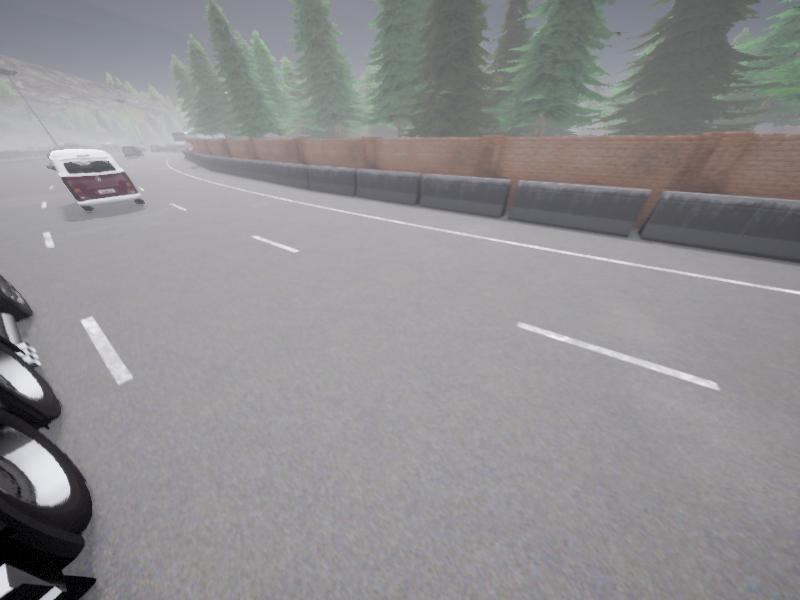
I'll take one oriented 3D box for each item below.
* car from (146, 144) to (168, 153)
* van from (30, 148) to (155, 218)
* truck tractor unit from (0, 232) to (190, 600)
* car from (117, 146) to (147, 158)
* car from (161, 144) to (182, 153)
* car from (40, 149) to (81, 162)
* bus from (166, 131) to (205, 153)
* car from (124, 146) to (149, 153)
[{"bbox_3d":[-62.102,-38.873,59.194,2.033,1.649,4.856,-13,37,-18],"label":"car"},{"bbox_3d":[-12.826,-5.115,9.716,4.480,2.038,2.069,24,42,31],"label":"van"},{"bbox_3d":[-5.055,-0.352,0.862,6.516,4.208,3.053,20,40,27],"label":"truck tractor unit"},{"bbox_3d":[-46.023,-25.515,39.771,2.033,1.649,4.856,-21,39,-26],"label":"car"},{"bbox_3d":[-58.310,-38.766,59.020,2.152,1.651,5.027,-14,37,-19],"label":"car"},{"bbox_3d":[-49.666,-21.300,33.925,1.994,1.385,4.181,-21,40,-27],"label":"car"},{"bbox_3d":[-55.844,-41.521,60.680,3.944,4.253,10.273,-13,37,-18],"label":"bus"},{"bbox_3d":[-64.915,-37.212,57.008,2.033,1.411,5.357,-13,37,-18],"label":"car"}]
